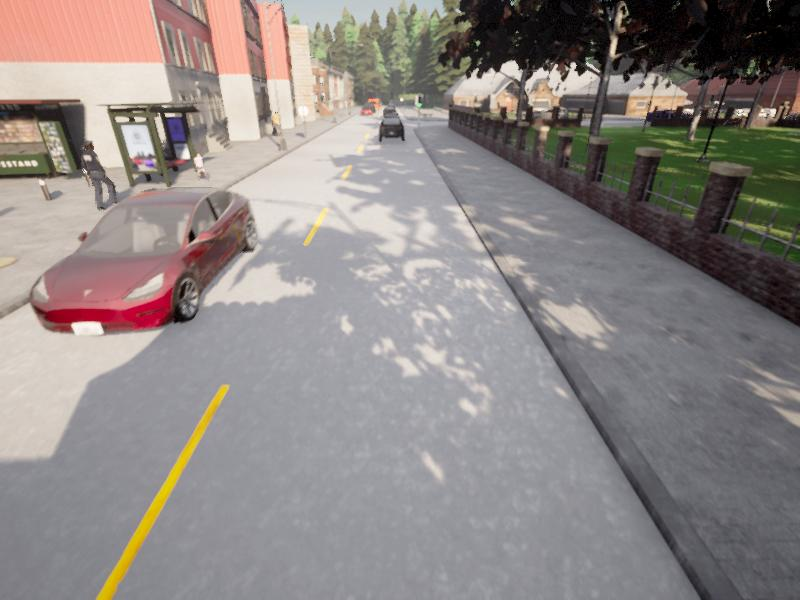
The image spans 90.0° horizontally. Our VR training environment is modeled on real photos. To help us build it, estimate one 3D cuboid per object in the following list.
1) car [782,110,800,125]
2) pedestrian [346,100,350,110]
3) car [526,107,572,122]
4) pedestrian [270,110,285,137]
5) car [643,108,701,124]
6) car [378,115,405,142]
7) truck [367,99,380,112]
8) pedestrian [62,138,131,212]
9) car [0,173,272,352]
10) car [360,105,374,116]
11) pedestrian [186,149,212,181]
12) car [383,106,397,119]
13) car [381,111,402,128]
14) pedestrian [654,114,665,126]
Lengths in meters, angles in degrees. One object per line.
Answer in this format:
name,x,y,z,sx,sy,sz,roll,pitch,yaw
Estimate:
car,44.405,-19.231,42.257,2.033,1.411,5.357,-12,29,-22
pedestrian,-11.653,-43.865,89.916,0.751,1.860,0.751,-1,27,-1
car,18.117,-22.692,48.905,4.611,1.667,2.242,0,27,0
pedestrian,-9.635,-13.932,31.556,0.751,1.860,0.751,-3,27,-5
car,30.900,-20.981,45.616,5.008,1.535,1.882,-1,27,-1
car,-0.635,-13.122,30.541,1.882,1.535,5.008,-1,27,-1
truck,-5.875,-42.980,88.238,2.627,2.467,5.204,-1,27,-1
pedestrian,-8.428,-3.489,11.190,0.751,1.860,0.751,1,27,3
car,-4.111,-1.073,7.144,2.163,1.488,4.792,-1,27,-1
car,-5.420,-31.308,66.040,2.007,1.525,4.514,-1,27,-1
pedestrian,-7.650,-5.156,15.267,0.500,1.100,0.500,17,32,30
car,-1.435,-26.994,57.634,1.837,1.490,4.892,-1,27,0
car,-0.911,-19.463,43.060,2.033,1.411,5.357,-1,27,-1
pedestrian,26.551,-18.452,40.920,0.500,1.100,0.500,-1,27,-1
